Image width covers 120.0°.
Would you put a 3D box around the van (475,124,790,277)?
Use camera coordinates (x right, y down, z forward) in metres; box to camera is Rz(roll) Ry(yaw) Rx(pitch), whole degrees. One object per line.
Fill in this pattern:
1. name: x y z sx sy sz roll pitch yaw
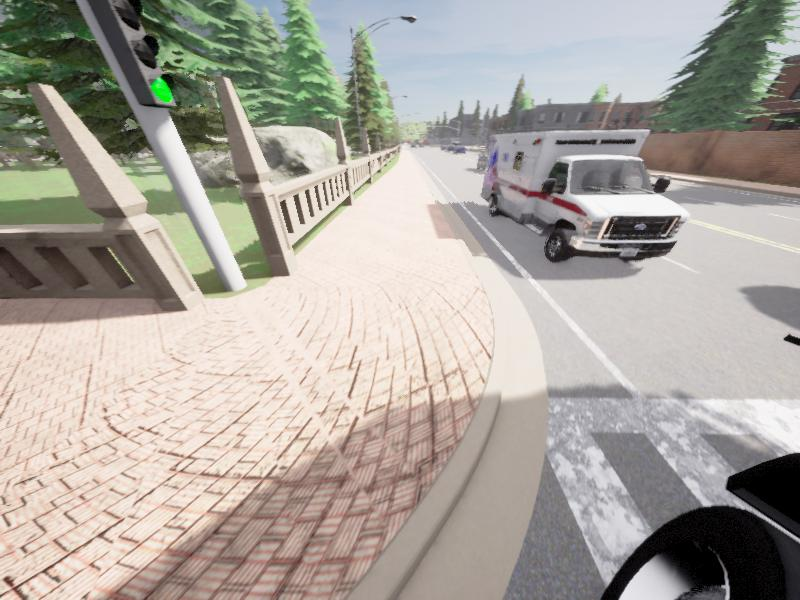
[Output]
1. van: 4.349 -3.270 6.566 2.351 2.431 6.366 0 35 1

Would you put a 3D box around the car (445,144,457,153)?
1. car: 11.957 -35.573 54.189 1.837 1.490 4.892 0 35 1

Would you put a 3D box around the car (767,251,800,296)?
1. car: 7.935 0.194 1.942 1.932 1.855 4.605 -2 34 -1

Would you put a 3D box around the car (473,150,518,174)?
1. car: 8.031 -12.002 19.980 2.007 1.525 4.514 0 35 1

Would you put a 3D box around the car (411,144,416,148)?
1. car: 5.433 -61.743 92.457 2.033 1.411 5.357 0 35 1

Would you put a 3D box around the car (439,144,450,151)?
1. car: 12.061 -41.132 62.351 2.033 1.411 5.357 0 35 1

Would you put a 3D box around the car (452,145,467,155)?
1. car: 11.857 -30.116 46.226 1.882 1.535 5.008 0 35 1

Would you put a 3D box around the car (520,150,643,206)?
1. car: 7.914 -5.896 10.868 2.097 1.767 4.553 0 34 1

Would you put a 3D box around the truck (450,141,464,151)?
1. truck: 15.578 -42.718 63.970 2.390 2.098 6.274 0 35 1
